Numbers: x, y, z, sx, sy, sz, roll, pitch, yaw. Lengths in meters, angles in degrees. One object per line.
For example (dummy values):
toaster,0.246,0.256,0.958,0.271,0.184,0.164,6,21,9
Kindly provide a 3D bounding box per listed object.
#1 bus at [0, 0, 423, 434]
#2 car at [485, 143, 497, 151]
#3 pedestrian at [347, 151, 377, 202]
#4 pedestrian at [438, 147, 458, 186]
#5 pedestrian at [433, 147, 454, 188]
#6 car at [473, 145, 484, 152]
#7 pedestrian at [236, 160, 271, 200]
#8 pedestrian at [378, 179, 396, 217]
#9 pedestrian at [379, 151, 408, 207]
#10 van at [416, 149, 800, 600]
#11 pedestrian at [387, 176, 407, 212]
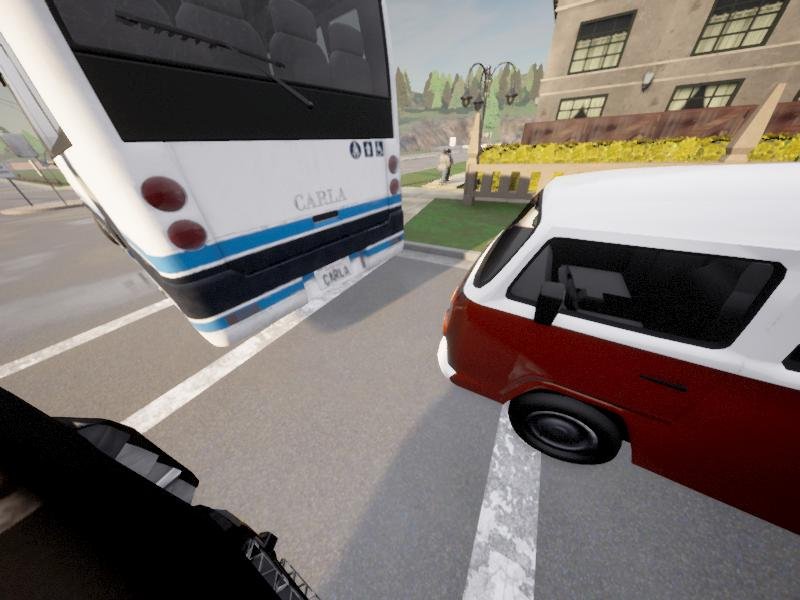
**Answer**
bus,-4.950,-2.986,4.956,10.273,4.253,3.944,21,40,31
car,25.883,-43.271,65.363,1.932,1.855,4.605,17,38,27
pedestrian,-1.612,-5.354,10.036,0.751,1.860,0.751,17,38,27
pedestrian,2.702,-7.527,13.049,0.751,1.860,0.751,17,39,27
pedestrian,2.313,-7.143,12.501,0.751,1.860,0.751,19,39,29
car,22.685,-43.802,66.756,1.816,1.474,4.193,17,38,27
pedestrian,-8.034,-6.609,12.752,0.751,1.860,0.751,11,36,20
pedestrian,-0.445,-3.511,7.934,0.500,1.100,0.500,-7,34,-6
pedestrian,-0.218,-4.760,9.109,0.751,1.860,0.751,-25,40,-30
van,2.576,0.311,1.428,4.480,2.038,2.069,16,38,26
pedestrian,-0.085,-3.867,8.442,0.500,1.100,0.500,14,37,24
